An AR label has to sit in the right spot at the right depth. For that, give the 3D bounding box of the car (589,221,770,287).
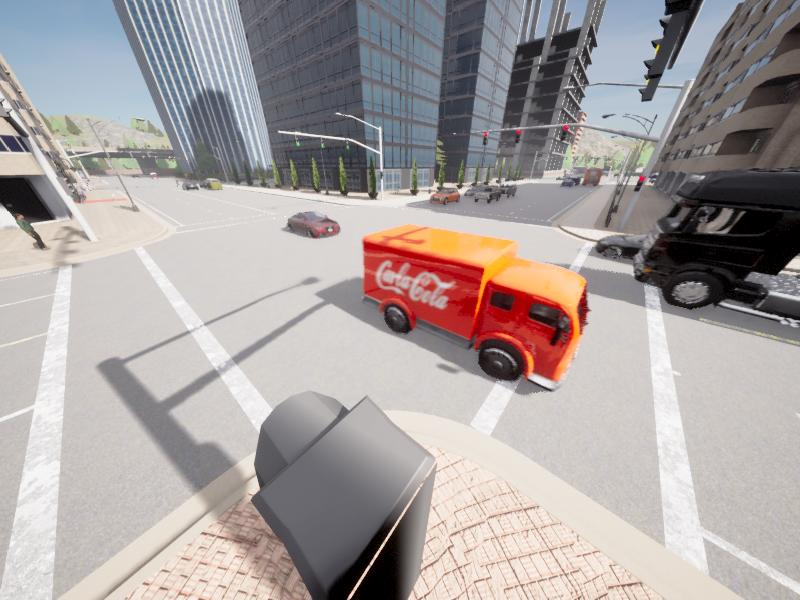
[{"bbox_3d":[12.182,-2.395,10.671,2.163,1.488,4.792,-26,39,-38],"label":"car"}]

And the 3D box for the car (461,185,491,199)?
[{"bbox_3d":[11.283,-16.095,34.261,2.128,1.511,4.902,23,37,34],"label":"car"}]

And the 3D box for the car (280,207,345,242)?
[{"bbox_3d":[-5.911,-5.213,15.591,4.181,1.385,1.994,23,37,34],"label":"car"}]

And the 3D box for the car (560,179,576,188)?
[{"bbox_3d":[37.521,-26.131,51.617,1.882,1.535,5.008,23,37,34],"label":"car"}]

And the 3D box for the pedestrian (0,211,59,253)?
[{"bbox_3d":[-18.489,-3.417,11.599,0.751,1.860,0.751,-26,39,-38],"label":"pedestrian"}]

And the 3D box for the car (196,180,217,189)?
[{"bbox_3d":[-41.206,-24.667,49.204,4.514,1.525,2.007,23,37,34],"label":"car"}]

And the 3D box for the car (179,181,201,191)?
[{"bbox_3d":[-41.182,-22.370,45.225,4.514,1.525,2.007,23,37,34],"label":"car"}]

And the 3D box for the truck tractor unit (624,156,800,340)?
[{"bbox_3d":[11.381,-1.439,6.267,6.516,4.208,3.053,23,37,34],"label":"truck tractor unit"}]

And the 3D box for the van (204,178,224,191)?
[{"bbox_3d":[-36.670,-22.748,45.421,4.442,1.987,1.775,26,39,37],"label":"van"}]

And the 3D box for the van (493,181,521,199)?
[{"bbox_3d":[15.712,-16.227,33.959,2.069,2.038,4.480,23,37,34],"label":"van"}]

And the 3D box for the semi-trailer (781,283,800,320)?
[{"bbox_3d":[17.493,0.993,1.863,14.254,4.402,2.717,22,37,33],"label":"semi-trailer"}]

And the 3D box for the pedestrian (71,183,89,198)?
[{"bbox_3d":[-45.484,-15.616,32.839,0.751,1.860,0.751,21,36,32],"label":"pedestrian"}]

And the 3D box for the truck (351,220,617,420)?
[{"bbox_3d":[1.595,-0.220,5.904,5.204,2.467,2.627,23,37,34],"label":"truck"}]

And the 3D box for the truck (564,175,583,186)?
[{"bbox_3d":[42.567,-29.349,56.630,2.390,2.098,6.274,23,37,34],"label":"truck"}]

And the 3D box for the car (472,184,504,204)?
[{"bbox_3d":[11.313,-13.571,29.522,1.932,1.855,4.605,23,37,34],"label":"car"}]

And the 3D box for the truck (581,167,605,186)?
[{"bbox_3d":[47.335,-30.242,56.445,2.891,3.827,8.468,23,37,34],"label":"truck"}]

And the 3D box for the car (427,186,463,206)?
[{"bbox_3d":[5.584,-12.881,28.411,2.097,1.767,4.553,23,37,34],"label":"car"}]
